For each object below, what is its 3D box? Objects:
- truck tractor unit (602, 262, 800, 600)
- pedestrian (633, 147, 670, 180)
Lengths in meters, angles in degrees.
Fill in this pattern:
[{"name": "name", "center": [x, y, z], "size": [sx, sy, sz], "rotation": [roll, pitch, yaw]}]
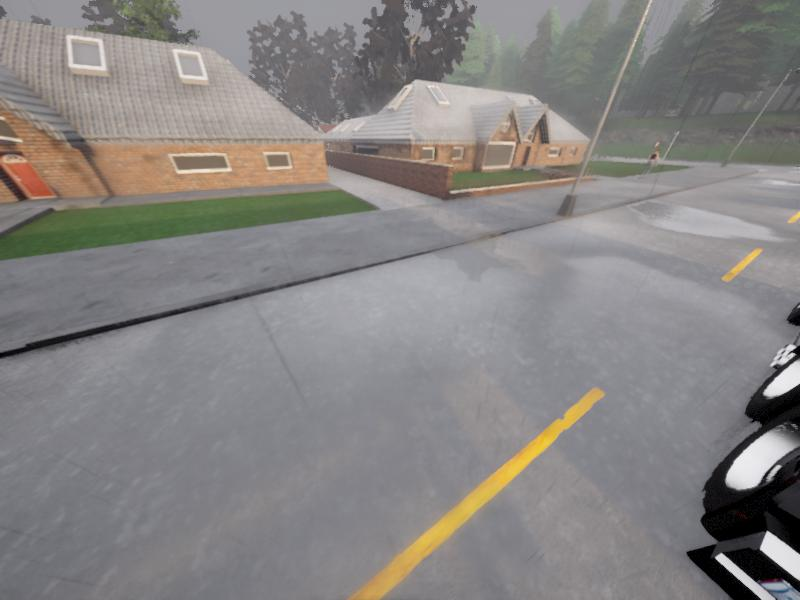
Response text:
[{"name": "truck tractor unit", "center": [5.111, -0.299, 0.790], "size": [6.516, 4.208, 3.053], "rotation": [-18, 39, -24]}, {"name": "pedestrian", "center": [16.897, -9.196, 15.568], "size": [0.751, 1.860, 0.751], "rotation": [-16, 38, -23]}]
